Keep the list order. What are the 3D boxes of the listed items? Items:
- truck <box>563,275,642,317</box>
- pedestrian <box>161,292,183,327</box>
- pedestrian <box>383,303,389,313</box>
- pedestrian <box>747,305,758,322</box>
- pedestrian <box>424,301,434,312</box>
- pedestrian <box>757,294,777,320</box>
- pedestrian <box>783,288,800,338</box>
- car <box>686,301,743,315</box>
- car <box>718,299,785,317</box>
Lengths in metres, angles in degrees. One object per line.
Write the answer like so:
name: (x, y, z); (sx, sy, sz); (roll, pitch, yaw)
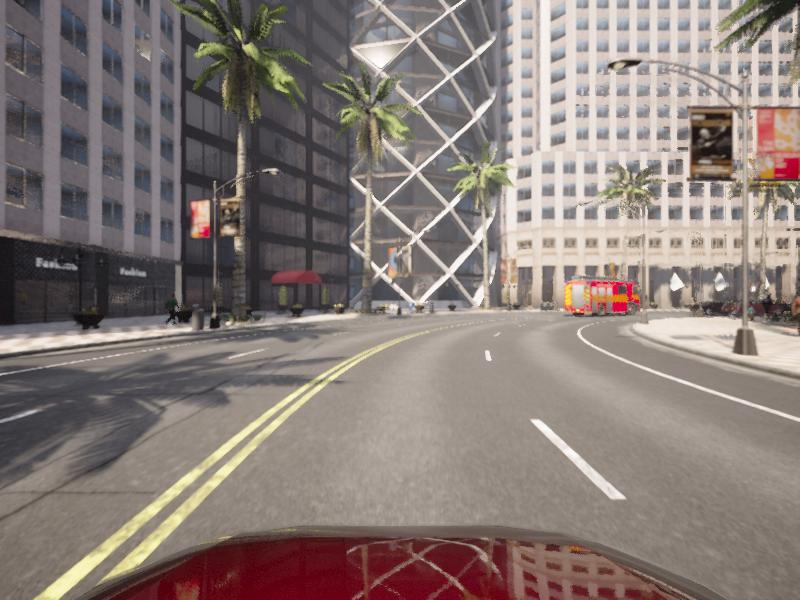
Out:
truck: (20.122, -0.325, 39.563); (8.468, 3.827, 2.891); (0, 0, -31)
pedestrian: (-12.415, 0.484, 21.788); (0.751, 1.860, 0.751); (0, 0, 16)
pedestrian: (-1.466, 0.864, 42.622); (0.500, 1.100, 0.500); (0, 0, -32)
pedestrian: (22.803, 0.864, 25.899); (0.500, 1.100, 0.500); (0, 0, -44)
pedestrian: (3.367, 0.763, 46.418); (0.751, 1.300, 0.751); (0, 0, -40)
pedestrian: (25.886, 0.484, 28.189); (0.751, 1.860, 0.751); (0, 0, -15)
pedestrian: (15.292, 0.485, 15.247); (0.751, 1.860, 0.751); (0, 0, 20)
car: (34.049, 0.843, 43.336); (4.892, 1.490, 1.837); (0, 0, -4)
car: (34.964, 0.779, 39.859); (5.027, 1.651, 2.152); (0, 0, -4)
